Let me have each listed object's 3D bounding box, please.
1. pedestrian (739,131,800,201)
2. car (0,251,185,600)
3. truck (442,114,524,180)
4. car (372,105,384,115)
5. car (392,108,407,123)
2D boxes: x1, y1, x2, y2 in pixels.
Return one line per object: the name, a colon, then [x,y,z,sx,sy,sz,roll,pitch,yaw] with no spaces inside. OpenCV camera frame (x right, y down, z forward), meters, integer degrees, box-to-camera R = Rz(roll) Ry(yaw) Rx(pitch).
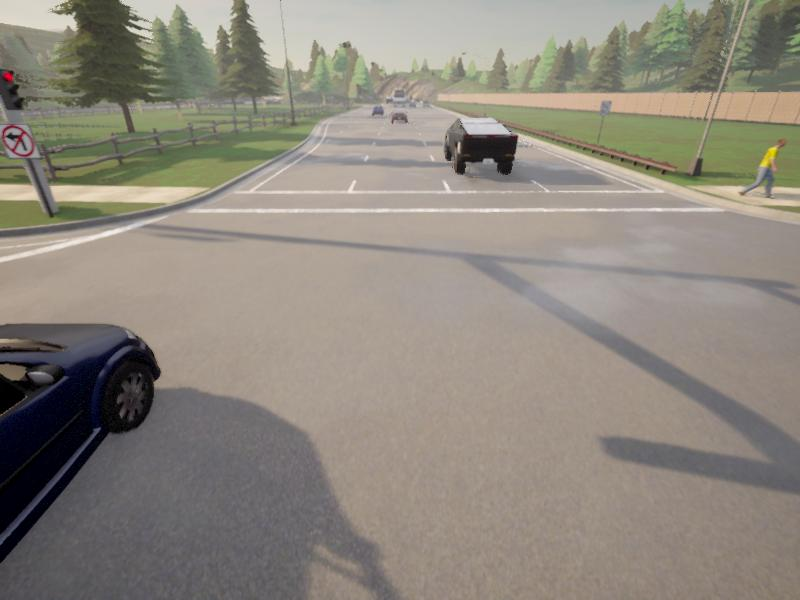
pedestrian: [11.066,-4.014,12.001,0.751,1.860,0.751,24,35,38]
car: [-3.503,1.138,2.661,1.851,1.617,3.988,0,27,0]
truck: [3.473,-7.190,18.320,2.390,2.098,6.274,0,27,0]
car: [-3.590,-31.763,66.813,1.816,1.474,4.193,0,27,0]
car: [-0.065,-22.842,49.494,1.812,1.442,4.674,0,27,0]
